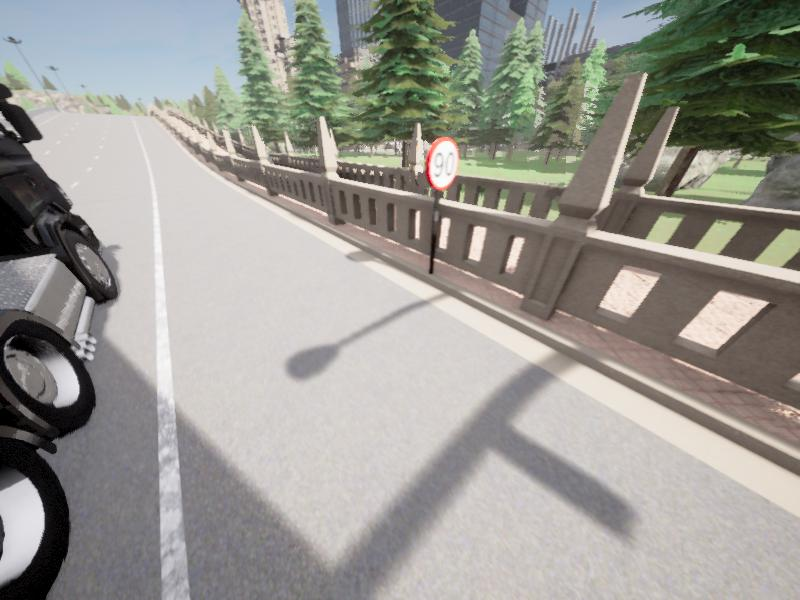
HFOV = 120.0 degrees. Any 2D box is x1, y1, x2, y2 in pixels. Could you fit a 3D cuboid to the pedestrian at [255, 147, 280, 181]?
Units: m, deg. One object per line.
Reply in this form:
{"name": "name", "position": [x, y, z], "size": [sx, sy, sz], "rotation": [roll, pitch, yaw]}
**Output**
{"name": "pedestrian", "position": [-8.614, -8.880, 15.058], "size": [0.751, 1.860, 0.751], "rotation": [-27, 42, -33]}

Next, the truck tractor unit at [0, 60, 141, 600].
{"name": "truck tractor unit", "position": [-4.734, -0.568, 1.166], "size": [3.053, 4.208, 6.516], "rotation": [-27, 43, -34]}
